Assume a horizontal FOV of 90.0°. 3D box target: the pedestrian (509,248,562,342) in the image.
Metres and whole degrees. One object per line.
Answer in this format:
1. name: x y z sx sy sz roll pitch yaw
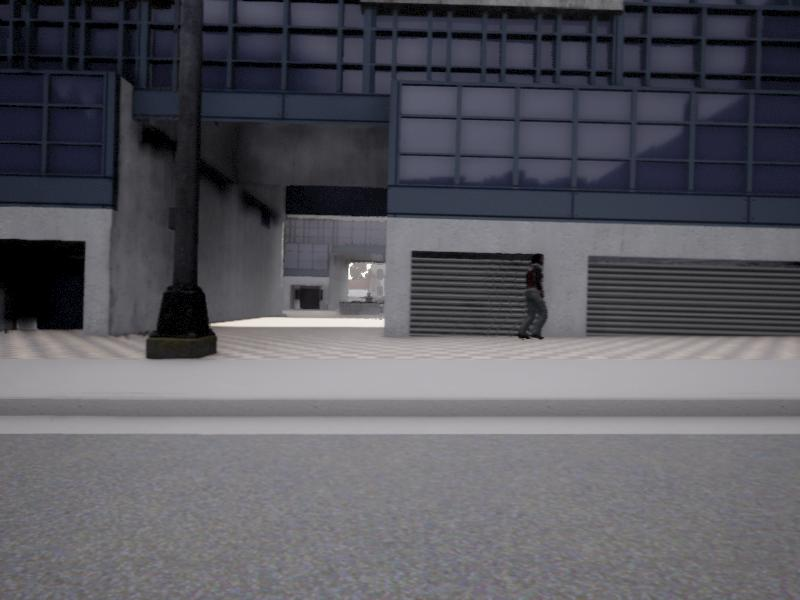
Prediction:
1. pedestrian: 2.821 -0.094 8.376 0.751 1.860 0.751 2 0 -7
